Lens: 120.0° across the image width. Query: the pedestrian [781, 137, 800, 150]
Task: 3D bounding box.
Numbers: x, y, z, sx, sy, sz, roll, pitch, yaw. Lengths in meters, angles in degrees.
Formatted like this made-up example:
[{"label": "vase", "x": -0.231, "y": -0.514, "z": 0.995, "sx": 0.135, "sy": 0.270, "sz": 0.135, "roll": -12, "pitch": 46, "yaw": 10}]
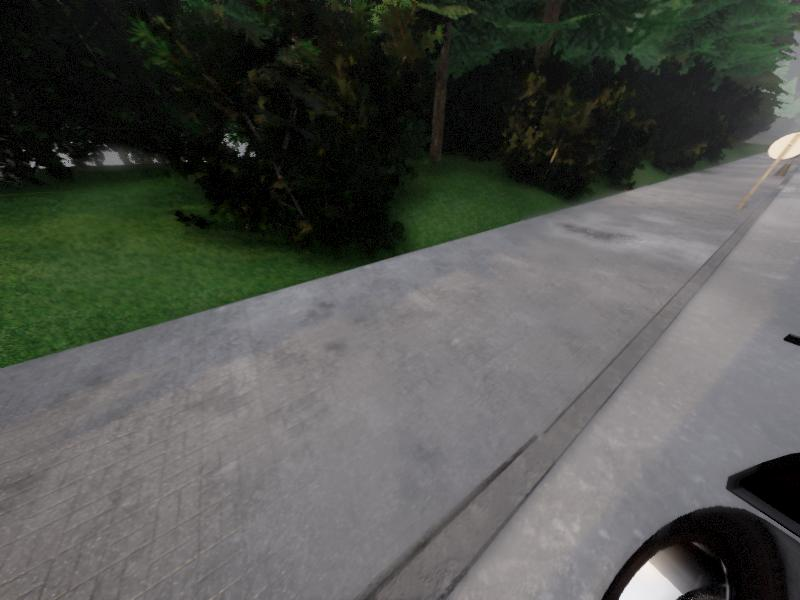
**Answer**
[{"label": "pedestrian", "x": 66.243, "y": -26.498, "z": 39.168, "sx": 0.751, "sy": 1.860, "sz": 0.751, "roll": -16, "pitch": 38, "yaw": -21}]
